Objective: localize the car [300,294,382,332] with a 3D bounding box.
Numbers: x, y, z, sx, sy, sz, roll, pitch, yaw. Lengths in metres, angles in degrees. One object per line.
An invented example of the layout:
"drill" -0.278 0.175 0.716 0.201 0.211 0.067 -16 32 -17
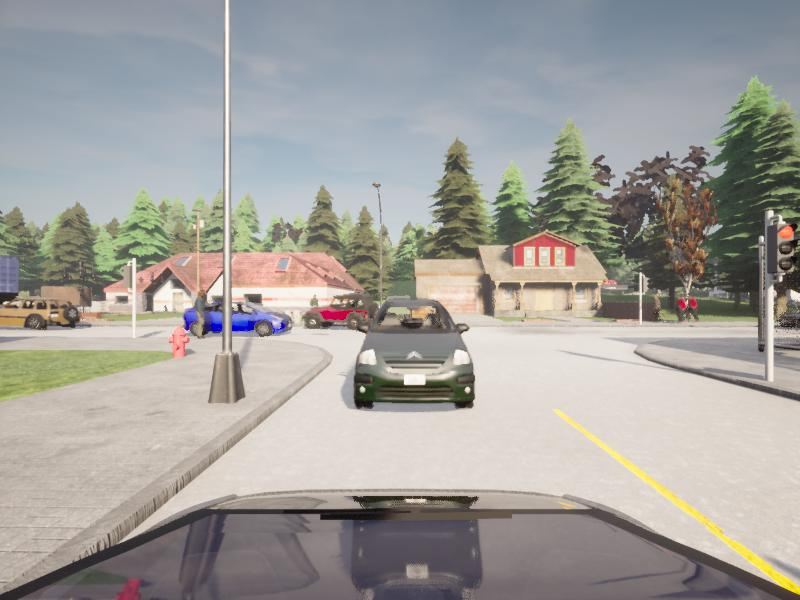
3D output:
"car" -3.113 0.647 21.407 3.866 1.878 1.905 0 0 13

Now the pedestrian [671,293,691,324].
"pedestrian" 17.275 0.533 24.606 0.751 1.860 0.751 0 0 6

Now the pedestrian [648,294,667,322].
"pedestrian" 17.060 0.533 26.498 0.751 1.860 0.751 0 0 1

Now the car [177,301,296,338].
"car" -7.159 0.829 17.867 4.514 1.525 2.007 0 0 1

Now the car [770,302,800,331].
"car" 22.578 0.854 21.217 4.193 1.474 1.816 0 0 1

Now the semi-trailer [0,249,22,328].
"semi-trailer" -29.418 -0.622 22.373 14.254 4.402 2.717 0 0 1

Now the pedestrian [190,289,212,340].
"pedestrian" -7.594 0.534 15.250 0.751 1.860 0.751 0 0 -28

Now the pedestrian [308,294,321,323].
"pedestrian" -5.507 0.533 25.747 0.751 1.860 0.751 0 0 -13

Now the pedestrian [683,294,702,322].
"pedestrian" 19.325 0.533 26.454 0.751 1.860 0.751 0 0 1

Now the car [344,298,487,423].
"car" 0.229 0.788 7.182 1.851 1.617 3.988 0 0 1

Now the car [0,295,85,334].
"car" -20.086 0.729 21.703 4.605 1.855 1.932 2 0 6
